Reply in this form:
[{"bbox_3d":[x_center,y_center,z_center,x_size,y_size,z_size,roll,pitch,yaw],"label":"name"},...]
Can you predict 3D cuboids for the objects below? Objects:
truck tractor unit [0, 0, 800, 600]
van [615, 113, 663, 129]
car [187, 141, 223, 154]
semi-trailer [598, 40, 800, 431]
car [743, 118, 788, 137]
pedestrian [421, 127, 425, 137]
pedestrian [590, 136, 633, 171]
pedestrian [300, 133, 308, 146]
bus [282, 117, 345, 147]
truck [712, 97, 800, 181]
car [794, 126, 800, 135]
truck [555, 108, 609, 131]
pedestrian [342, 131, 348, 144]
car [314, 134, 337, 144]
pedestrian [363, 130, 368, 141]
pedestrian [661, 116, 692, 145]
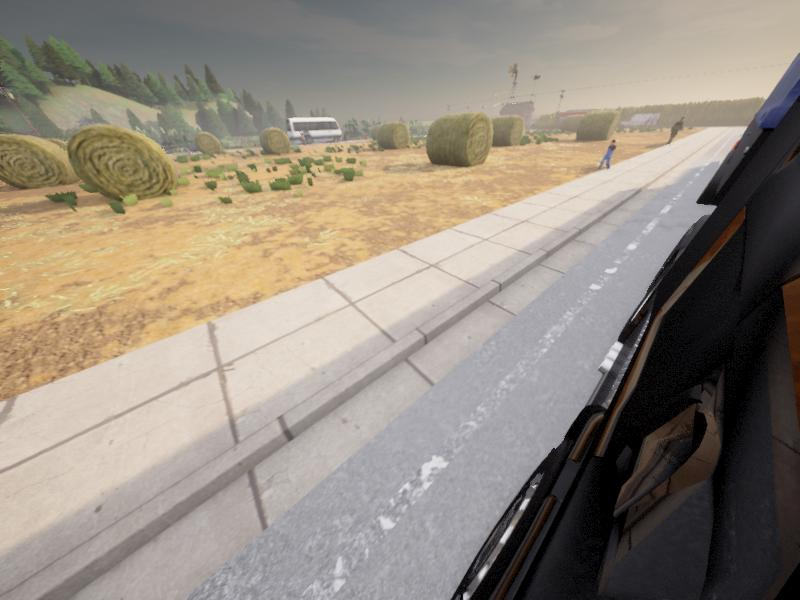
[{"bbox_3d":[2.645,-0.295,0.351,6.516,4.208,3.053,-28,44,-30],"label":"truck tractor unit"},{"bbox_3d":[50.779,-38.084,49.300,2.351,2.431,6.366,-27,43,-29],"label":"van"},{"bbox_3d":[-31.919,-25.051,37.946,4.193,1.474,1.816,-25,42,-27],"label":"car"},{"bbox_3d":[8.694,-3.610,4.230,14.254,4.402,2.717,-28,44,-30],"label":"semi-trailer"},{"bbox_3d":[37.606,-17.788,23.862,4.181,1.385,1.994,-28,44,-30],"label":"car"},{"bbox_3d":[5.282,-38.770,53.269,0.751,1.860,0.751,-27,43,-29],"label":"pedestrian"},{"bbox_3d":[9.901,-6.906,10.864,0.751,1.300,0.751,-10,37,-10],"label":"pedestrian"},{"bbox_3d":[-17.117,-28.531,41.027,0.751,1.860,0.751,-7,37,-6],"label":"pedestrian"},{"bbox_3d":[-16.743,-33.350,45.739,10.273,4.253,3.944,-25,42,-27],"label":"bus"},{"bbox_3d":[16.111,-6.773,9.606,5.204,2.467,2.627,-28,43,-30],"label":"truck"},{"bbox_3d":[42.733,-17.899,23.452,5.238,1.638,1.930,-28,44,-30],"label":"car"},{"bbox_3d":[41.785,-41.651,53.479,2.891,3.827,8.468,-27,43,-29],"label":"truck"},{"bbox_3d":[-9.710,-28.713,40.794,0.751,1.860,0.751,-3,37,0],"label":"pedestrian"},{"bbox_3d":[-16.103,-35.074,50.322,4.193,1.474,1.816,-25,42,-27],"label":"car"},{"bbox_3d":[-6.879,-32.709,45.951,0.751,1.860,0.751,-1,37,2],"label":"pedestrian"},{"bbox_3d":[22.125,-13.558,18.500,0.751,1.860,0.751,-26,43,-28],"label":"pedestrian"}]
